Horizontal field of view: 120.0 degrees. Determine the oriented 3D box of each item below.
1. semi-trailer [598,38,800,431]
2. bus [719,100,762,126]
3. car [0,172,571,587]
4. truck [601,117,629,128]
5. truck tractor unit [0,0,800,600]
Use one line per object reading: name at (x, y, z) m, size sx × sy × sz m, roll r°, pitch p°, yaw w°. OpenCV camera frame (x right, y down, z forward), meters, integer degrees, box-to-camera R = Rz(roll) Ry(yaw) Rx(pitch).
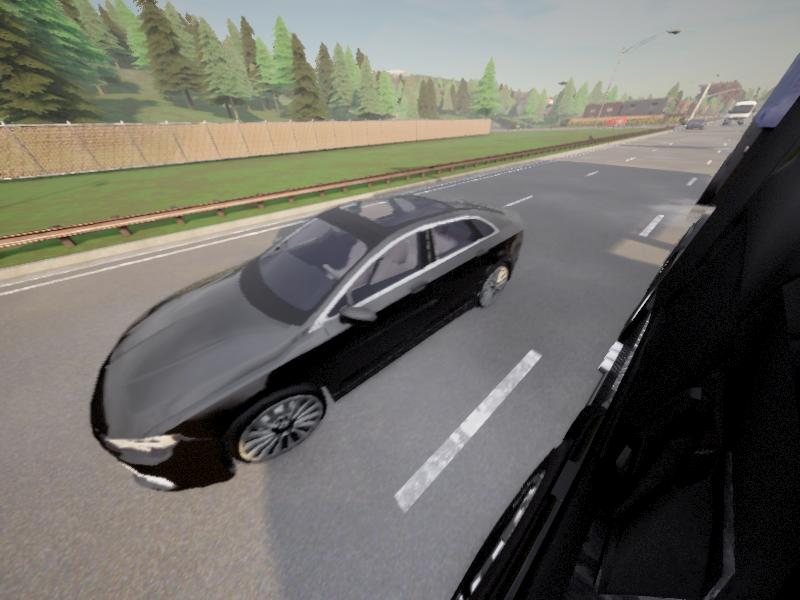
semi-trailer at (8.702, -3.581, 4.252) m, size 14.254 × 4.402 × 2.717 m, roll -28°, pitch 43°, yaw -30°
bus at (80.265, -43.940, 54.479) m, size 10.273 × 4.253 × 3.944 m, roll -28°, pitch 43°, yaw -30°
car at (-0.347, -0.319, 2.846) m, size 4.902 × 1.511 × 2.128 m, roll -28°, pitch 43°, yaw -30°
truck at (64.610, -53.381, 69.623) m, size 2.627 × 2.467 × 5.204 m, roll -27°, pitch 43°, yaw -30°
truck tractor unit at (2.645, -0.295, 0.351) m, size 6.516 × 4.208 × 3.053 m, roll -28°, pitch 44°, yaw -30°
